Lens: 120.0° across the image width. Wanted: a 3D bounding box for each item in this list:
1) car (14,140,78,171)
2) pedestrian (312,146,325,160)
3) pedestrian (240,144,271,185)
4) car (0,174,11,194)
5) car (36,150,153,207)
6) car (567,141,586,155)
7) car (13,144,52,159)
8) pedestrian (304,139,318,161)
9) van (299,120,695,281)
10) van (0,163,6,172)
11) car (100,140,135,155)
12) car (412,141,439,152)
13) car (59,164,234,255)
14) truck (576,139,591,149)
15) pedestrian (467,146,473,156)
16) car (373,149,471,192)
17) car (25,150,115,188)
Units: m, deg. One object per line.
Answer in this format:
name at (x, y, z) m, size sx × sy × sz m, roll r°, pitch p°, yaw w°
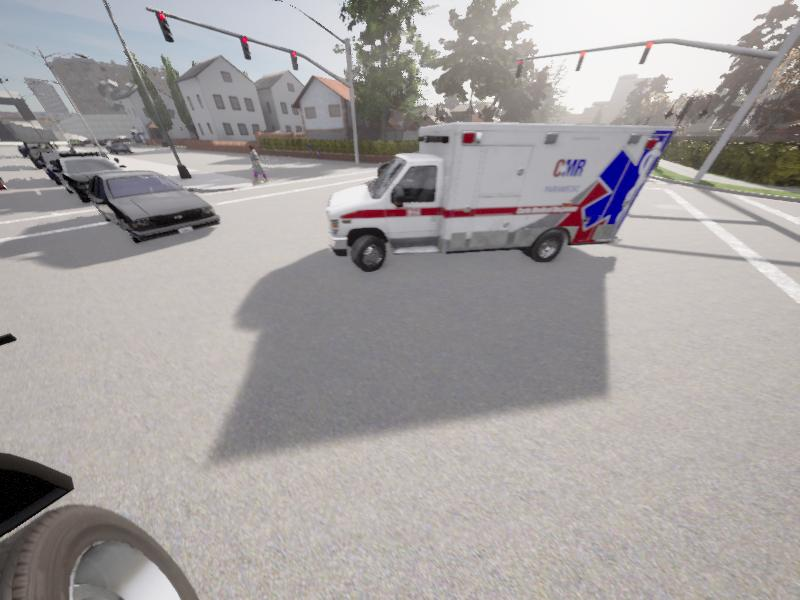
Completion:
car at (-28.554, -11.739, 18.657) m, size 3.866 × 1.878 × 1.905 m, roll 22°, pitch 41°, yaw 28°
pedestrian at (-8.819, -15.973, 25.068) m, size 0.751 × 1.300 × 0.751 m, roll 22°, pitch 41°, yaw 28°
pedestrian at (-8.071, -7.603, 12.971) m, size 0.751 × 1.860 × 0.751 m, roll 27°, pitch 43°, yaw 32°
car at (-20.682, -5.853, 10.833) m, size 4.181 × 1.385 × 1.994 m, roll 22°, pitch 41°, yaw 28°
car at (-13.516, -5.524, 10.198) m, size 5.238 × 1.638 × 1.930 m, roll 22°, pitch 40°, yaw 27°
car at (30.821, -26.503, 40.211) m, size 1.932 × 1.855 × 4.605 m, roll 22°, pitch 41°, yaw 27°
car at (-43.692, -17.672, 27.451) m, size 4.718 × 1.301 × 1.895 m, roll 22°, pitch 41°, yaw 28°
pedestrian at (-9.445, -15.946, 24.538) m, size 0.751 × 1.860 × 0.751 m, roll -27°, pitch 44°, yaw -33°
van at (1.628, -2.304, 5.092) m, size 6.366 × 2.431 × 2.351 m, roll -5°, pitch 35°, yaw -8°
van at (-31.559, -10.558, 16.826) m, size 4.480 × 2.038 × 2.069 m, roll 22°, pitch 40°, yaw 28°
car at (-42.318, -22.872, 34.558) m, size 4.856 × 1.649 × 2.033 m, roll 22°, pitch 41°, yaw 28°
car at (4.169, -25.163, 37.801) m, size 3.806 × 1.475 × 1.970 m, roll 22°, pitch 41°, yaw 28°
car at (-7.589, -2.979, 6.858) m, size 5.357 × 1.411 × 2.033 m, roll 22°, pitch 41°, yaw 28°
truck at (49.102, -41.844, 61.869) m, size 2.390 × 2.098 × 6.274 m, roll 22°, pitch 41°, yaw 27°
pedestrian at (9.891, -21.012, 32.590) m, size 0.500 × 1.100 × 0.500 m, roll 23°, pitch 41°, yaw 29°
car at (1.111, -7.610, 13.320) m, size 5.027 × 1.651 × 2.152 m, roll 22°, pitch 41°, yaw 28°
car at (-19.285, -7.790, 13.497) m, size 4.792 × 1.488 × 2.163 m, roll 22°, pitch 41°, yaw 28°
